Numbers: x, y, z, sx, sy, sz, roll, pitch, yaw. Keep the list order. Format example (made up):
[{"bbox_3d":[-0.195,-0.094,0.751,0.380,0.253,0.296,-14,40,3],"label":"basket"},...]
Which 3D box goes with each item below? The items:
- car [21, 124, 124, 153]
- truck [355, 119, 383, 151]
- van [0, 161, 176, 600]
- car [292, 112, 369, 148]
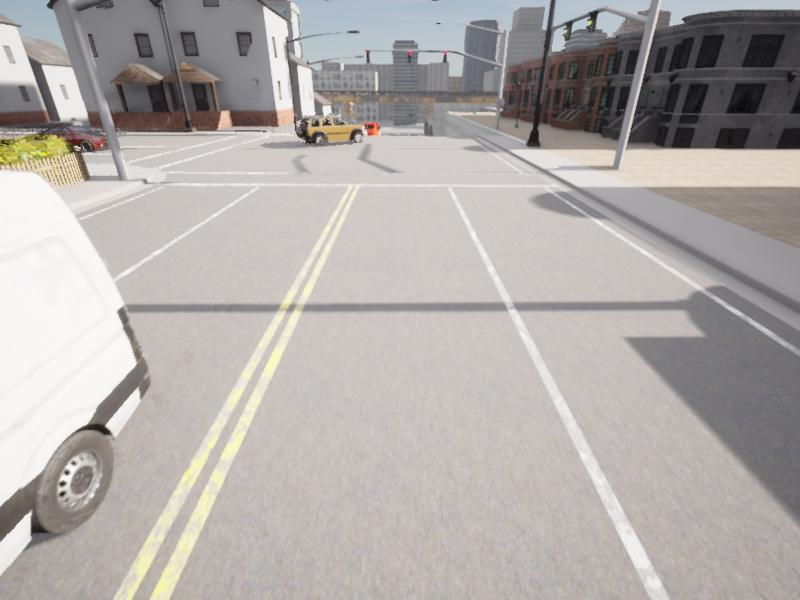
[{"bbox_3d":[-19.473,-9.701,23.984,4.181,1.385,1.994,1,27,0],"label":"car"},{"bbox_3d":[-3.363,-18.201,44.336,2.627,2.467,5.204,-1,14,0],"label":"truck"},{"bbox_3d":[-3.475,1.367,1.185,1.988,2.561,5.915,0,27,0],"label":"van"},{"bbox_3d":[-4.627,-11.532,27.038,4.605,1.855,1.932,-17,34,-30],"label":"car"}]
